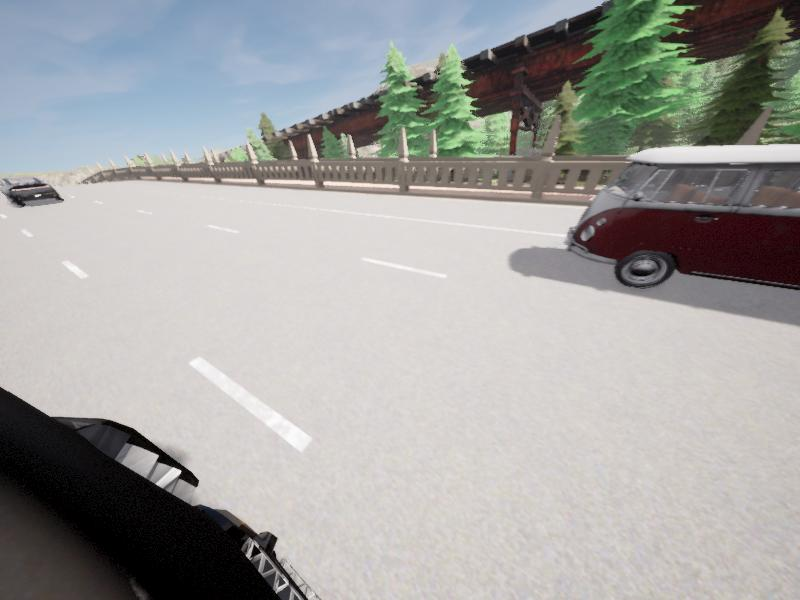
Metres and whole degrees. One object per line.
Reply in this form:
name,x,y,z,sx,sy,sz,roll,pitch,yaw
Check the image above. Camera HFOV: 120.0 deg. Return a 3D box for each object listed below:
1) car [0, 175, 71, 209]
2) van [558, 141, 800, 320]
car,-24.692,-7.283,15.341,4.902,1.511,2.128,16,38,26
van,5.292,-1.136,3.435,4.442,1.987,1.775,16,38,26
